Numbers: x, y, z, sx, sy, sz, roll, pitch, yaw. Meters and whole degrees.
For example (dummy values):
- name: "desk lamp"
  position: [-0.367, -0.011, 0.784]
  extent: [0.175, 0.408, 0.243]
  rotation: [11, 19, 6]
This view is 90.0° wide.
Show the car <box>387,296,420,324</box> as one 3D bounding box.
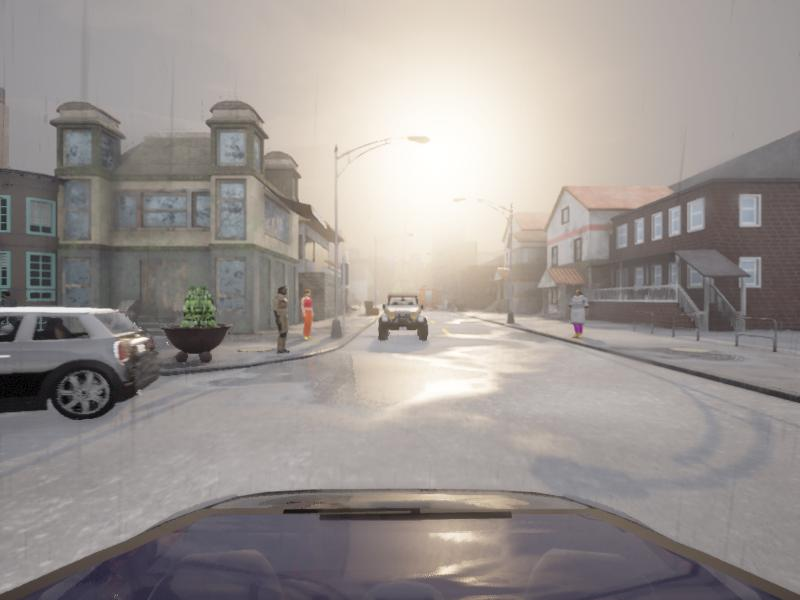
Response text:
- name: "car"
  position: [0.234, 0.648, 28.267]
  extent: [2.097, 1.767, 4.553]
  rotation: [0, 0, 0]

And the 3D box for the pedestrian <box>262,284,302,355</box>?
- name: "pedestrian"
  position: [-3.217, 0.516, 10.960]
  extent: [0.751, 1.860, 0.751]
  rotation: [0, 0, 18]

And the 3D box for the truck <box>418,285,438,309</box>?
- name: "truck"
  position: [4.551, -0.428, 67.218]
  extent: [2.891, 3.827, 8.468]
  rotation: [0, 0, 0]

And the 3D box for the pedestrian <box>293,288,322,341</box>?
- name: "pedestrian"
  position: [-3.371, 0.510, 14.597]
  extent: [0.751, 1.860, 0.751]
  rotation: [0, 0, 41]

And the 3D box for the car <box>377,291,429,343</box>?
- name: "car"
  position: [0.127, 0.618, 16.489]
  extent: [1.905, 1.878, 3.866]
  rotation: [0, 0, 1]

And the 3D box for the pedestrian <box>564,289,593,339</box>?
- name: "pedestrian"
  position: [6.810, 0.507, 15.273]
  extent: [0.751, 1.860, 0.751]
  rotation: [0, 0, -36]

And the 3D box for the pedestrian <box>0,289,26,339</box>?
- name: "pedestrian"
  position: [-14.894, 0.523, 15.147]
  extent: [0.751, 1.860, 0.751]
  rotation: [0, 0, -6]

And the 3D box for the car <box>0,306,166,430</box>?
- name: "car"
  position: [-5.692, 0.843, 5.635]
  extent: [3.806, 1.475, 1.970]
  rotation: [0, 0, -18]
